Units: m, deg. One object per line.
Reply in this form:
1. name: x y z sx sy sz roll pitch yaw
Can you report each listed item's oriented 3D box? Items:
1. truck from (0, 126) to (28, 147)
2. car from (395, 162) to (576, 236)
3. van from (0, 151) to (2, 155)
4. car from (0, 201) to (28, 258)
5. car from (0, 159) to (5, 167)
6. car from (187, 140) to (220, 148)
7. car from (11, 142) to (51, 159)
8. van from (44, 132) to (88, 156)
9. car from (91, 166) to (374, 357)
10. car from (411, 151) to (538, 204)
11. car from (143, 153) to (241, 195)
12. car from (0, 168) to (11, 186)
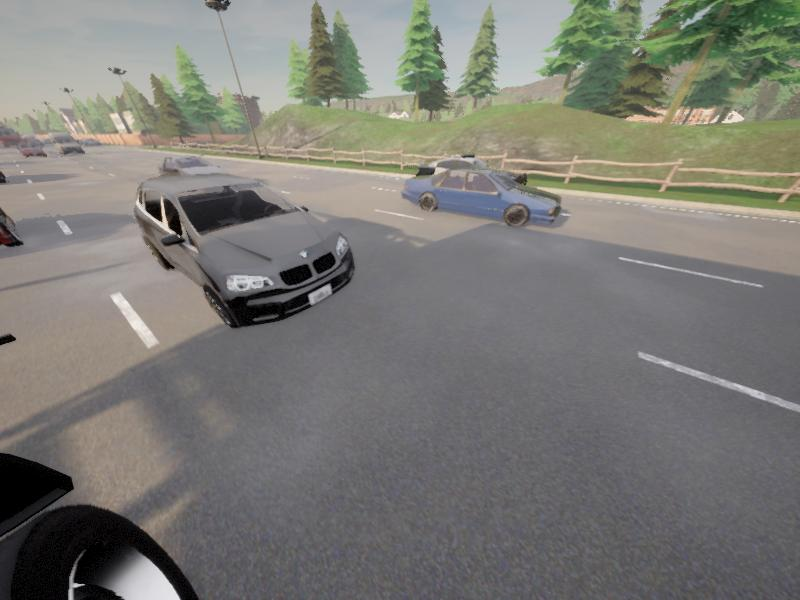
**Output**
1. truck: -89.116 -37.153 52.564 8.468 3.827 2.891 22 41 28
2. car: 2.612 -3.747 8.033 5.357 1.411 2.033 22 41 28
3. van: -58.930 -21.833 32.295 6.366 2.431 2.351 22 41 28
4. car: -11.039 -1.909 5.340 4.181 1.385 1.994 22 41 28
5. car: -37.415 -12.691 20.321 4.792 1.488 2.163 22 41 28
6. car: -45.894 -36.446 54.022 5.357 1.411 2.033 -10 36 -14
7. car: -43.755 -17.751 27.407 3.633 1.501 1.845 22 41 28
8. van: -46.483 -21.734 32.159 5.915 2.561 1.988 22 41 28
9. car: -3.018 -1.284 4.255 4.611 1.667 2.242 23 41 29
10. car: 3.285 -6.038 11.072 5.238 1.638 1.930 22 41 28
11. car: -11.172 -6.897 12.389 5.357 1.411 2.033 22 41 28
12. car: -24.055 -7.311 12.677 5.027 1.651 2.152 22 41 28
